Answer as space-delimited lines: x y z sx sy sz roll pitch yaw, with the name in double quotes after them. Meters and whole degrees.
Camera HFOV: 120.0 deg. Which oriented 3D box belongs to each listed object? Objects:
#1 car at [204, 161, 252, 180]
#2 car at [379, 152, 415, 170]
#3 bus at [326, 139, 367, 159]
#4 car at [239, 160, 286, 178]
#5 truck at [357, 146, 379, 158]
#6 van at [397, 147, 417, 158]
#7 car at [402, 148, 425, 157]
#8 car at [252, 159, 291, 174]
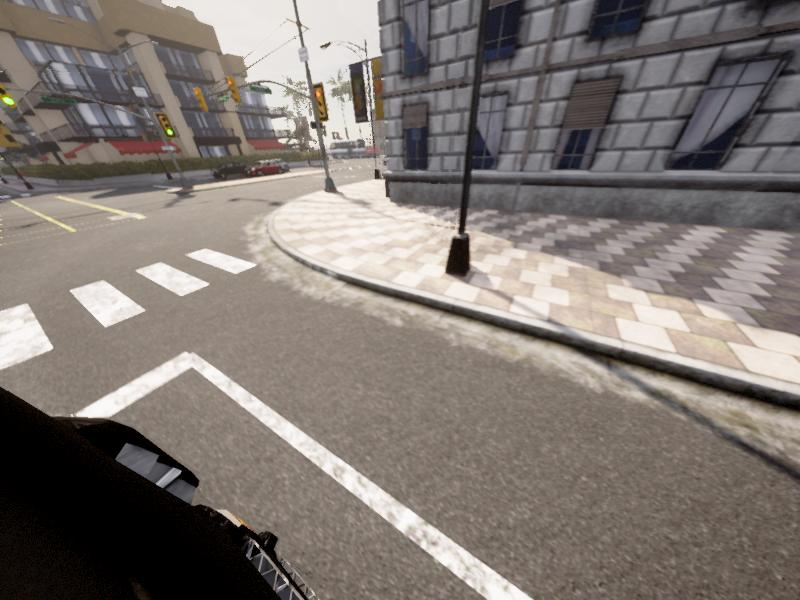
-19.343 -14.728 26.174 1.789 1.549 3.705 16 38 26 "car"
-0.251 -17.025 28.204 2.128 1.511 4.902 16 38 26 "car"
-14.321 -40.537 62.163 10.273 4.253 3.944 16 38 27 "bus"
-15.347 -14.784 26.021 1.970 1.475 3.806 16 38 26 "car"
-8.827 -40.517 63.329 5.204 2.467 2.627 16 38 27 "truck"
1.604 -34.985 54.648 4.442 1.987 1.775 16 38 26 "van"
3.301 -36.599 57.258 5.238 1.638 1.930 16 38 27 "car"
-16.601 -17.389 30.036 1.970 1.475 3.806 16 38 26 "car"
